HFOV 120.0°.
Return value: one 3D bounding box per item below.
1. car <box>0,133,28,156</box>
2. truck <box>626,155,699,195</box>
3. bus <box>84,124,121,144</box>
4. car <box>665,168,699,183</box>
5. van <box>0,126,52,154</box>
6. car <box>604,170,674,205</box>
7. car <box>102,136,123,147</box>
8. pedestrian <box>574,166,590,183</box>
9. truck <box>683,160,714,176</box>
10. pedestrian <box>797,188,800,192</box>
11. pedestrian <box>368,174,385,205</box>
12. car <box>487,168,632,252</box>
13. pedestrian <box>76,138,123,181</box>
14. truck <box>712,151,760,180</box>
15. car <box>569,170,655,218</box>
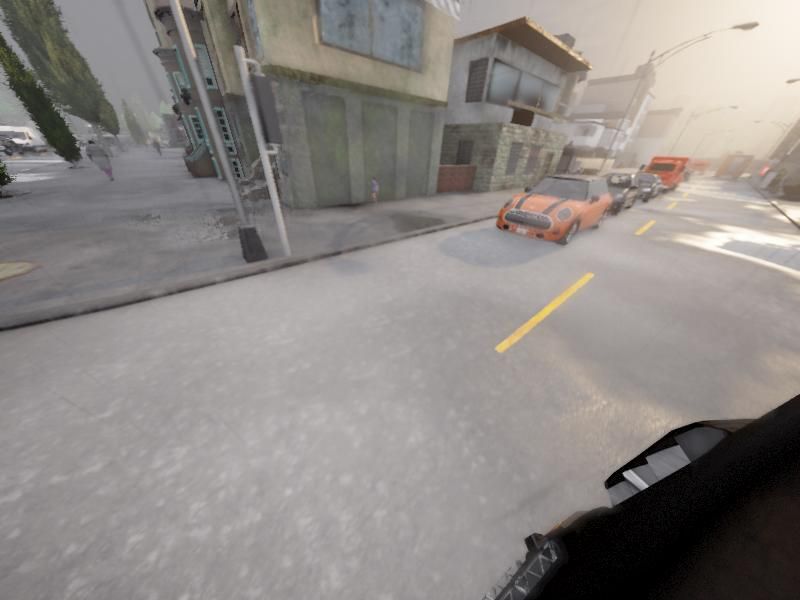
[{"bbox_3d":[-40.674,-15.682,23.243,1.932,1.855,4.605,-23,41,-33],"label":"car"},{"bbox_3d":[21.518,-10.339,18.948,5.204,2.467,2.627,-23,41,-33],"label":"truck"},{"bbox_3d":[-82.867,-46.360,64.701,3.944,4.253,10.273,-23,41,-33],"label":"bus"},{"bbox_3d":[36.876,-16.370,30.168,5.357,1.411,2.033,-23,41,-33],"label":"car"},{"bbox_3d":[-45.453,-19.309,27.814,1.988,2.561,5.915,-23,41,-33],"label":"van"},{"bbox_3d":[15.555,-7.440,14.988,4.974,1.542,2.038,-23,41,-33],"label":"car"},{"bbox_3d":[-62.693,-34.559,50.370,1.905,1.878,3.866,-23,41,-33],"label":"car"},{"bbox_3d":[16.833,-11.607,21.381,0.751,1.300,0.751,23,38,27],"label":"pedestrian"},{"bbox_3d":[57.101,-25.335,44.218,5.204,2.467,2.627,-23,41,-33],"label":"truck"},{"bbox_3d":[39.310,-11.038,22.275,0.500,1.100,0.500,-25,42,-35],"label":"pedestrian"},{"bbox_3d":[-0.989,-4.673,9.784,0.500,1.100,0.500,-23,41,-34],"label":"pedestrian"},{"bbox_3d":[5.285,-3.218,7.616,4.553,1.767,2.097,-23,41,-33],"label":"car"},{"bbox_3d":[-15.837,-7.419,12.246,0.751,1.860,0.751,-24,42,-35],"label":"pedestrian"},{"bbox_3d":[57.182,-23.070,39.548,8.468,3.827,2.891,-23,41,-33],"label":"truck"},{"bbox_3d":[10.352,-5.280,11.272,3.988,1.617,1.851,-23,41,-33],"label":"car"}]
